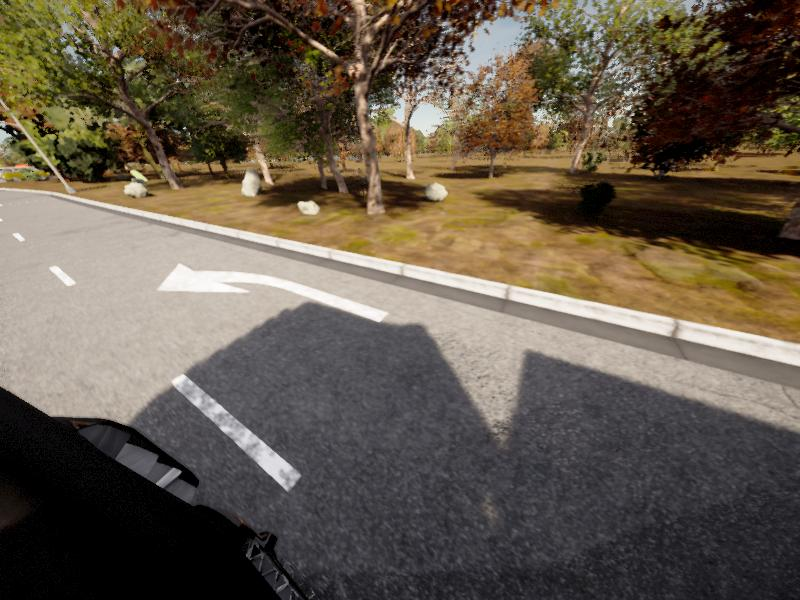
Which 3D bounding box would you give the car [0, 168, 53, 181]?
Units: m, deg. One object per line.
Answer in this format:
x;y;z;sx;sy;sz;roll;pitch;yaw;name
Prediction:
-67.575;-22.561;41.527;1.946;1.575;5.366;8;35;15;car

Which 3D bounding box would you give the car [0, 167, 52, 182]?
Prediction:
-62.785;-20.967;38.533;2.185;1.767;4.553;7;35;15;car

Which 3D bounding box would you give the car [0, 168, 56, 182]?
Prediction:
-65.100;-21.867;40.293;1.946;1.575;5.366;7;35;15;car

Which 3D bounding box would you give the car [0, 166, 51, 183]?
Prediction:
-60.414;-20.130;36.905;1.878;1.987;4.442;7;35;15;car
